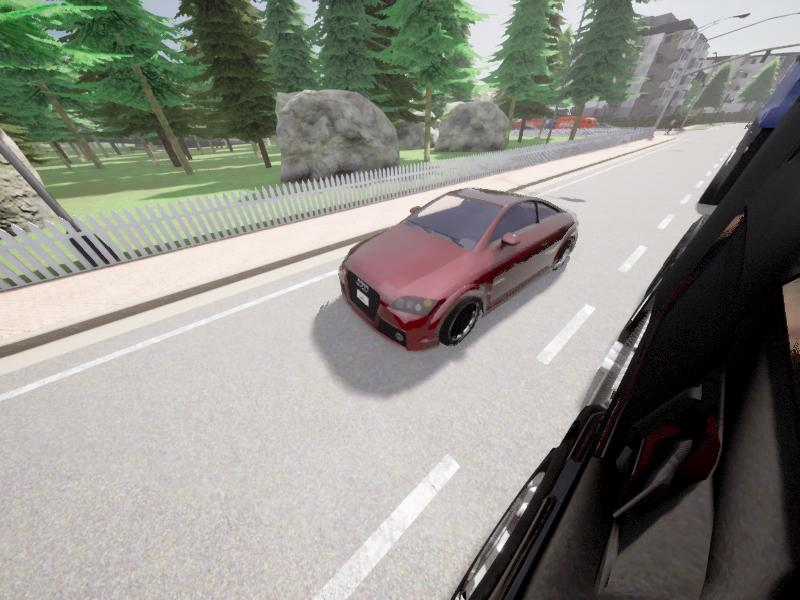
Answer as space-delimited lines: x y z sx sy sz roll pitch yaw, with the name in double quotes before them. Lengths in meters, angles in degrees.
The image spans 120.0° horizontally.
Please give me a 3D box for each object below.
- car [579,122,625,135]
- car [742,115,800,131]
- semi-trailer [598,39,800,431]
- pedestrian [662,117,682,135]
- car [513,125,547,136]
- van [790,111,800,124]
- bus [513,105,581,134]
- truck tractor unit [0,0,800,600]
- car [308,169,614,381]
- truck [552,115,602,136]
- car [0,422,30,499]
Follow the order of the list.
"car" 31.963 -27.228 36.725 2.128 1.511 4.902 -26 43 -28
"car" 47.655 -22.416 29.294 2.007 1.525 4.514 -26 43 -28
"semi-trailer" 8.707 -3.602 4.215 14.254 4.402 2.717 -28 44 -30
"pedestrian" 35.360 -22.633 30.040 0.751 1.860 0.751 -24 42 -26
"car" 23.189 -30.320 41.422 1.837 1.490 4.892 -26 43 -28
"van" 72.778 -32.670 40.642 6.366 2.431 2.351 -19 40 -20
"bus" 29.591 -36.779 47.342 3.944 4.253 10.273 -26 43 -28
"truck tractor unit" 2.645 -0.295 0.351 6.516 4.208 3.053 -28 44 -30
"car" 1.111 -0.950 3.699 4.181 1.385 1.994 -26 43 -28
"truck" 27.676 -27.362 36.374 2.627 2.467 5.204 -26 43 -28
"car" -4.472 1.840 0.128 3.988 1.617 1.851 -27 43 -29
